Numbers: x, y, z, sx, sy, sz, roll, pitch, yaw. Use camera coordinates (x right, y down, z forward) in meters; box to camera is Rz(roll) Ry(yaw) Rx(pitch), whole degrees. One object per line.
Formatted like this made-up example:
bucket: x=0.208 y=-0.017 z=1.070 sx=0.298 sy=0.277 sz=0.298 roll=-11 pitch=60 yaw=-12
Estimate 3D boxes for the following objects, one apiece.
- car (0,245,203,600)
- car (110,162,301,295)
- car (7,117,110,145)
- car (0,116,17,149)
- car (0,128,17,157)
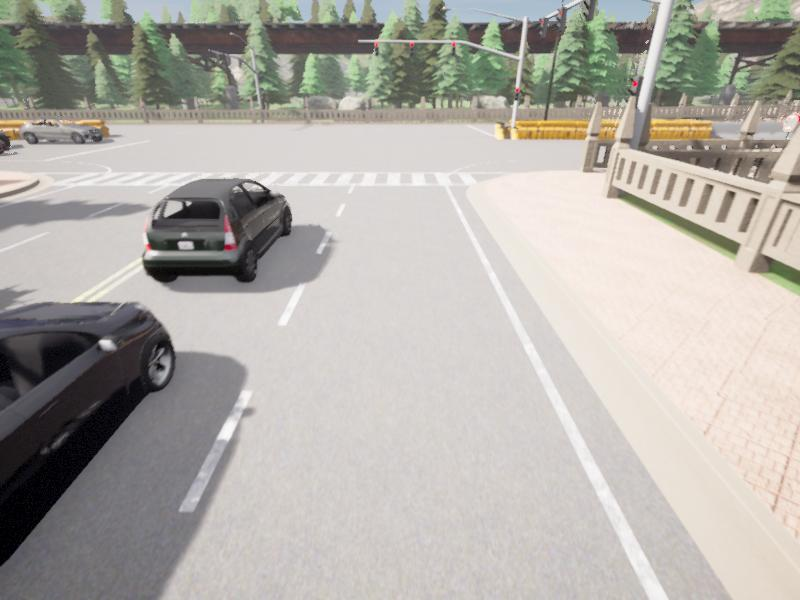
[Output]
car: x=-3.503 y=0.873 z=3.284 sx=1.845 sy=1.501 sz=3.633 roll=0 pitch=27 yaw=0
car: x=-3.507 y=-1.712 z=8.248 sx=1.851 sy=1.617 sz=3.988 roll=0 pitch=27 yaw=0
car: x=-24.053 y=-12.001 z=28.376 sx=5.027 sy=1.651 sz=2.152 roll=0 pitch=27 yaw=0
car: x=-27.297 y=-10.526 z=25.209 sx=3.866 sy=1.878 sz=1.905 roll=0 pitch=27 yaw=0
car: x=-24.514 y=-8.698 z=22.204 sx=4.181 sy=1.385 sz=1.994 roll=0 pitch=27 yaw=0
